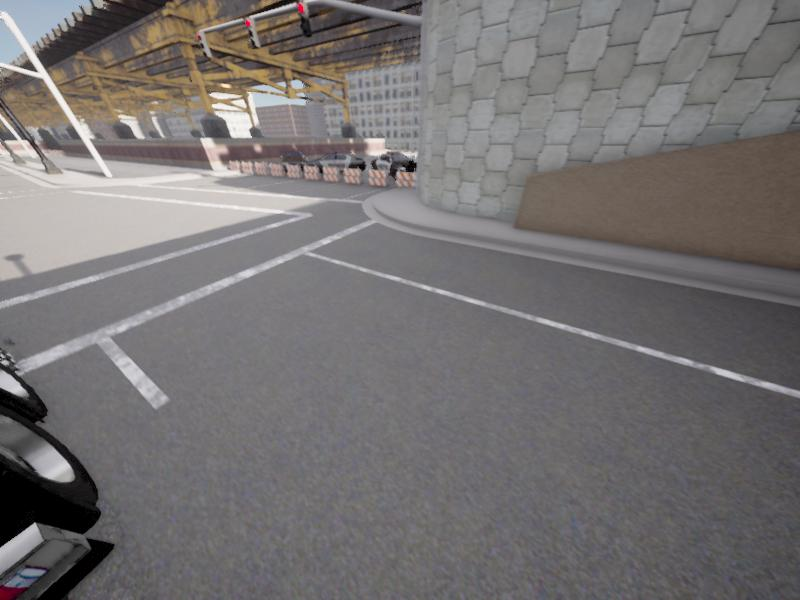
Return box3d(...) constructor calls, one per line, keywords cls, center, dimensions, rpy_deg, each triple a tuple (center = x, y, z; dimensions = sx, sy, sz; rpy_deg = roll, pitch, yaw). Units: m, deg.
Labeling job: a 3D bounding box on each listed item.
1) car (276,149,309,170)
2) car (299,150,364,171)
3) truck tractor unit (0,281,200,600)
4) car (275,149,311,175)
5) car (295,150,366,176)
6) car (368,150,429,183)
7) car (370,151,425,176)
box3d(cls="car", center=(-9.210, -12.342, 20.163), dimensions=(1.853, 1.218, 4.536), rpy_deg=(-9, 36, -12))
box3d(cls="car", center=(-5.218, -10.957, 18.133), dimensions=(4.536, 1.218, 1.853), rpy_deg=(-3, 35, -4))
box3d(cls="truck tractor unit", center=(-5.148, -0.259, 0.738), dimensions=(6.516, 4.208, 3.053), rpy_deg=(17, 39, 23))
box3d(cls="car", center=(-9.195, -12.184, 20.212), dimensions=(2.038, 1.542, 4.974), rpy_deg=(-9, 36, -12))
box3d(cls="car", center=(-5.269, -10.825, 18.220), dimensions=(4.974, 1.542, 2.038), rpy_deg=(-3, 35, -4))
box3d(cls="car", center=(-0.287, -9.621, 16.441), dimensions=(2.038, 1.542, 4.974), rpy_deg=(-18, 39, -24))
box3d(cls="car", center=(-0.314, -9.776, 16.388), dimensions=(1.853, 1.218, 4.536), rpy_deg=(-18, 39, -24))
